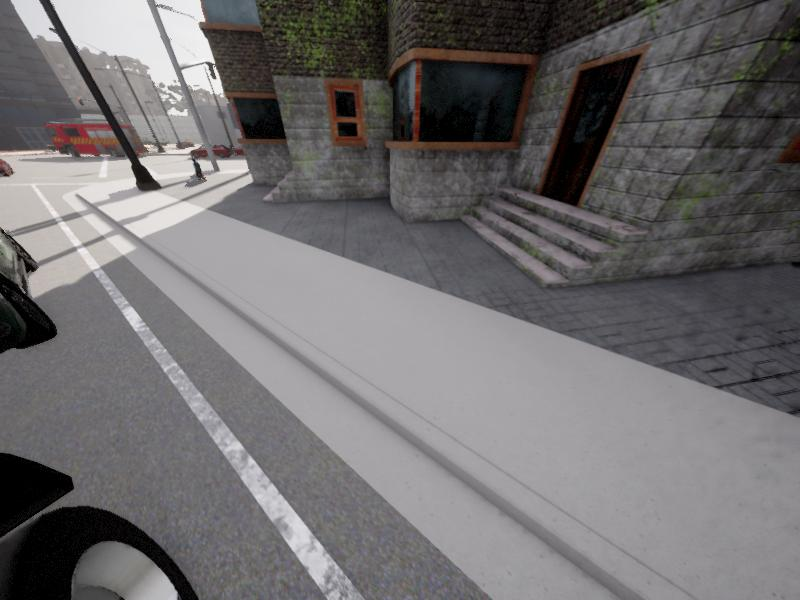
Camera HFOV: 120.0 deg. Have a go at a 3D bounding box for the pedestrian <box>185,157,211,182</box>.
[{"bbox_3d":[-10.839,-6.999,12.409,0.500,1.100,0.500,12,37,17],"label":"pedestrian"}]

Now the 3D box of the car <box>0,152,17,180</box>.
[{"bbox_3d":[-26.528,-8.541,14.556,4.674,1.442,1.812,25,43,31],"label":"car"}]

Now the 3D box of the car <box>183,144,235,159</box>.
[{"bbox_3d":[-22.817,-17.915,27.806,4.193,1.474,1.816,-6,36,-8],"label":"car"}]

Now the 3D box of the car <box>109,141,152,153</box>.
[{"bbox_3d":[-45.839,-26.256,39.506,2.038,1.542,4.974,-5,35,-8],"label":"car"}]

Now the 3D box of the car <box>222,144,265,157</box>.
[{"bbox_3d":[-20.834,-20.121,31.029,4.181,1.385,1.994,-6,35,-8],"label":"car"}]

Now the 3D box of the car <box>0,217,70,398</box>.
[{"bbox_3d":[-6.807,-0.456,2.757,5.566,2.045,2.150,22,41,28],"label":"car"}]

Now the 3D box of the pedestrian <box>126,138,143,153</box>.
[{"bbox_3d":[-38.293,-22.252,33.294,0.751,1.860,0.751,-20,40,-26],"label":"pedestrian"}]

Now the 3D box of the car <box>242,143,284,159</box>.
[{"bbox_3d":[-16.850,-18.515,28.647,3.806,1.475,1.970,-6,36,-8],"label":"car"}]

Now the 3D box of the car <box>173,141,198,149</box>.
[{"bbox_3d":[-48.314,-35.051,52.115,1.994,1.385,4.181,-4,35,-7],"label":"car"}]

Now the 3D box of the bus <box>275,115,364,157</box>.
[{"bbox_3d":[-10.408,-22.330,31.518,10.273,4.253,3.944,-7,36,-7],"label":"bus"}]

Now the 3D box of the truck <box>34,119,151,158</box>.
[{"bbox_3d":[-37.552,-19.944,28.622,8.468,3.827,2.891,0,35,0],"label":"truck"}]
